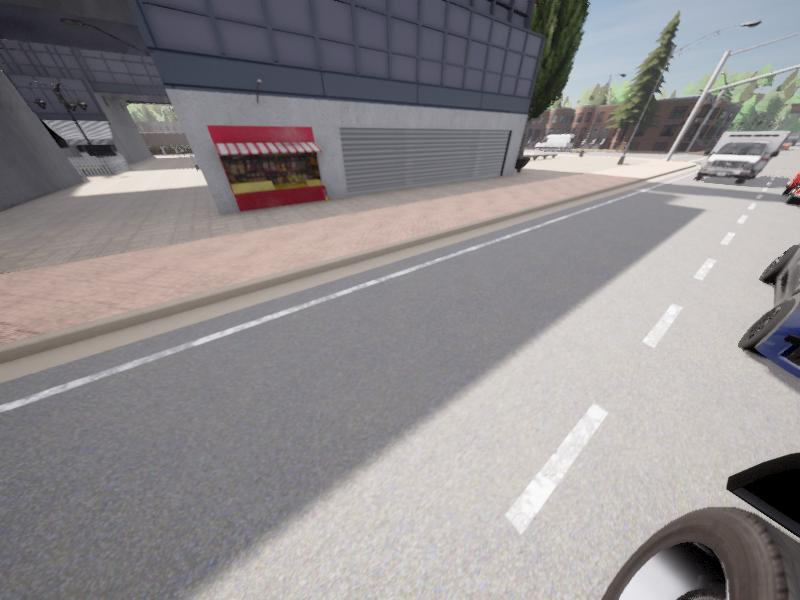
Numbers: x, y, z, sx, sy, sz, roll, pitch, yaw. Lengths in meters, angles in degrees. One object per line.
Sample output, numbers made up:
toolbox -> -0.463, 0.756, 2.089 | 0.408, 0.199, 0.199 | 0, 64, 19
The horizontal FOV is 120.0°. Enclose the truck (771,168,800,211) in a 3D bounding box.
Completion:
truck -> 17.039, -4.781, 8.429 | 5.204, 2.467, 2.627 | -22, 41, -28

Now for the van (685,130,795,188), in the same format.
van -> 20.214, -8.519, 13.742 | 6.366, 2.431, 2.351 | -22, 41, -28

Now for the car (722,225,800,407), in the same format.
car -> 6.280, -0.083, 2.540 | 4.611, 1.667, 2.242 | -22, 41, -28

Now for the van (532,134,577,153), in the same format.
van -> 27.235, -27.851, 41.022 | 1.988, 2.561, 5.915 | -25, 42, -31

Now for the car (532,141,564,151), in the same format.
car -> 28.441, -29.698, 44.512 | 2.007, 1.525, 4.514 | -27, 43, -32

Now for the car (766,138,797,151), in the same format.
car -> 67.226, -27.360, 40.686 | 4.553, 1.767, 2.097 | -22, 41, -28
